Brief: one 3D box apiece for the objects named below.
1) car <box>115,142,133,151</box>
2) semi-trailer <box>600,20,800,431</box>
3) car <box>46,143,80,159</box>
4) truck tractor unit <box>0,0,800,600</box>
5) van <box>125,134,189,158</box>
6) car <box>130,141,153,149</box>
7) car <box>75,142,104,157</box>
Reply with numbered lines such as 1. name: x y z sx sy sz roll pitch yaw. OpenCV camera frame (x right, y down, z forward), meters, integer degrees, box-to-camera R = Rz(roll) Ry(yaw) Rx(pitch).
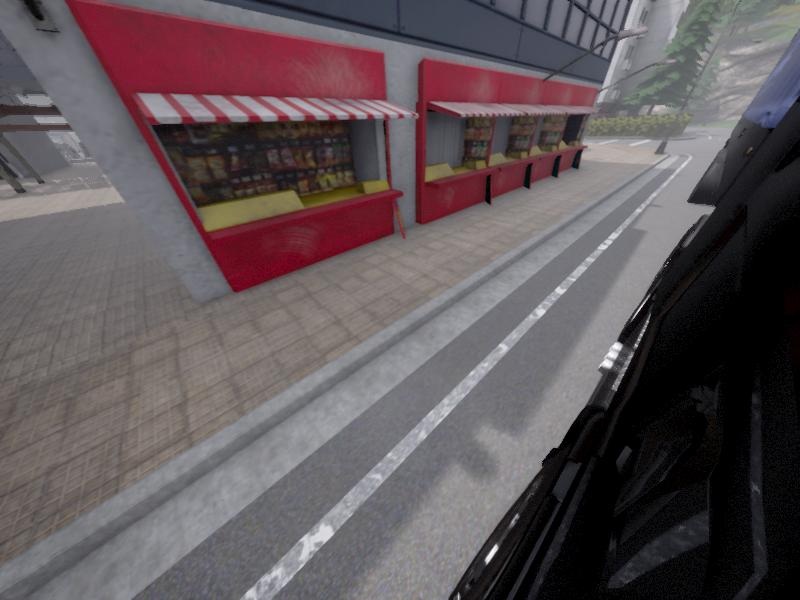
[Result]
1. car: -61.210 -34.107 51.361 2.007 1.523 4.514 -30 45 -32
2. semi-trailer: 8.591 -3.684 4.318 14.254 4.402 2.717 -29 44 -31
3. car: -53.394 -23.720 36.721 1.932 1.855 4.605 -30 45 -32
4. truck tractor unit: 2.645 -0.295 0.351 6.516 4.208 3.053 -28 44 -30
5. van: -35.779 -22.893 34.264 5.915 2.561 1.988 -30 45 -32
6. car: -73.076 -43.773 65.279 3.988 1.617 1.851 -30 45 -31
7. car: -51.537 -25.159 38.479 1.905 1.878 3.866 -30 45 -32
